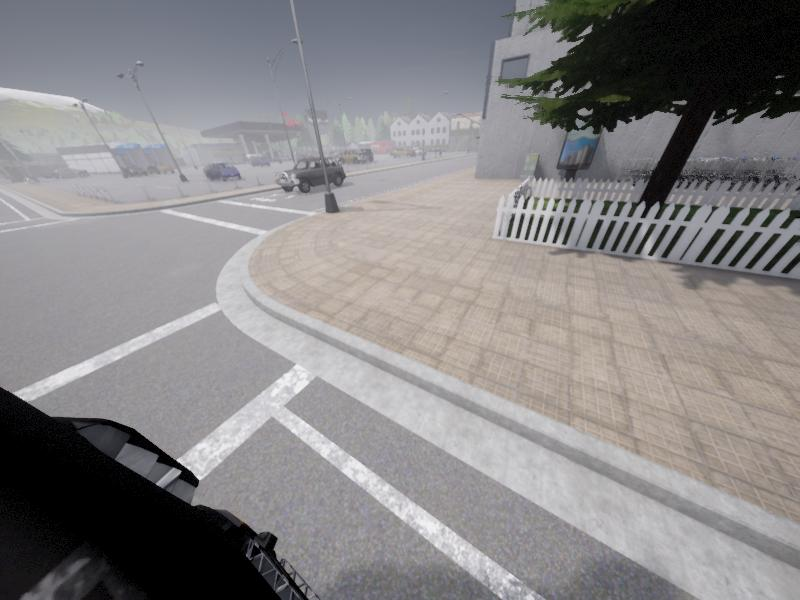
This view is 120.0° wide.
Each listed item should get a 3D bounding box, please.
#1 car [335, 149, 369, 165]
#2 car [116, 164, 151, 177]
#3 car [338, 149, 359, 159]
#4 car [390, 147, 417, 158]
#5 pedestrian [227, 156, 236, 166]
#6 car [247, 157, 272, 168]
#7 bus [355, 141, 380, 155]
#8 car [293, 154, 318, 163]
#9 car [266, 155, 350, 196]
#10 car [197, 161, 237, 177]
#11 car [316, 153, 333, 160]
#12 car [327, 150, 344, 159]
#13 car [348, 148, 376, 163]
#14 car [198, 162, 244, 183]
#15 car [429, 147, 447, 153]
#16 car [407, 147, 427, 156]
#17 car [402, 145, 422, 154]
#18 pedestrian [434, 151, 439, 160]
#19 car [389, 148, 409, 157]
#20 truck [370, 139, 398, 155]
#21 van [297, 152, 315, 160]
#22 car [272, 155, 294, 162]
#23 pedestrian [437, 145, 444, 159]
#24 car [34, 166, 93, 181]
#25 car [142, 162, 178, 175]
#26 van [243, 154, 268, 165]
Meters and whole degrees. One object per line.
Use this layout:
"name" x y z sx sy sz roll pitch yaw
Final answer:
"car" -7.218 -21.523 34.794 4.605 1.855 1.932 17 38 27
"car" -39.217 -19.053 33.967 4.514 1.523 2.007 17 38 27
"car" -12.447 -35.389 56.054 4.605 1.855 1.932 17 38 27
"car" 0.681 -29.268 45.942 5.027 1.636 2.152 17 38 27
"pedestrian" -36.875 -30.418 50.528 0.751 1.860 0.751 17 38 27
"car" -24.870 -24.413 40.896 3.633 1.501 1.845 17 38 27
"bus" -12.867 -61.450 93.523 3.944 4.253 10.273 17 39 28
"car" -19.586 -29.311 47.820 4.514 1.523 2.007 17 38 27
"car" -5.707 -8.276 15.104 1.932 1.855 4.605 17 38 27
"car" -21.826 -15.620 27.551 3.806 1.475 1.970 17 38 27
"car" -19.662 -37.364 60.056 3.806 1.475 1.970 17 38 27
"car" -17.408 -39.068 61.933 3.866 1.878 1.905 17 38 27
"car" -6.043 -23.070 36.994 3.866 1.878 1.905 17 38 27
"car" -17.085 -12.234 22.074 3.633 1.501 1.845 17 38 27
"car" 10.752 -42.561 65.620 4.718 1.301 1.895 17 39 27
"car" 3.780 -32.428 50.601 3.806 1.475 1.970 17 38 27
"car" 3.688 -45.045 69.236 5.566 2.045 2.150 17 39 27
"pedestrian" 5.633 -22.432 35.915 0.500 1.100 0.500 25 43 35
"car" -0.284 -36.006 56.414 4.514 1.523 2.007 17 38 27
"truck" -5.172 -48.516 73.515 8.468 3.827 2.891 17 39 27
"van" -28.036 -42.982 68.956 1.775 1.987 4.442 17 39 28
"car" -32.204 -38.973 63.603 2.038 1.542 4.974 17 39 28
"pedestrian" 6.480 -23.791 37.208 0.751 1.860 0.751 22 41 33
"car" -55.717 -21.015 38.343 1.930 1.638 5.238 17 39 28
"car" -37.614 -20.609 36.169 5.027 1.636 2.152 17 38 27
"van" -36.317 -35.384 58.118 2.069 2.038 4.480 17 39 28
